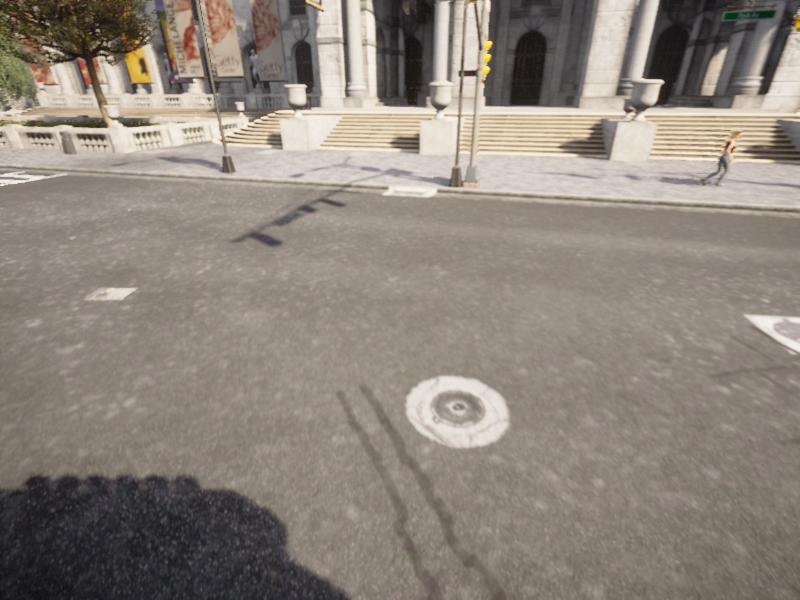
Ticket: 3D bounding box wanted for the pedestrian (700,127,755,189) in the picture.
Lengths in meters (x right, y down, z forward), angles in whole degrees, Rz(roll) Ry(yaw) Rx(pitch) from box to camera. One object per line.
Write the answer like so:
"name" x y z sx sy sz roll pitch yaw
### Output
"pedestrian" 11.037 -4.807 13.546 0.751 1.860 0.751 7 28 14
